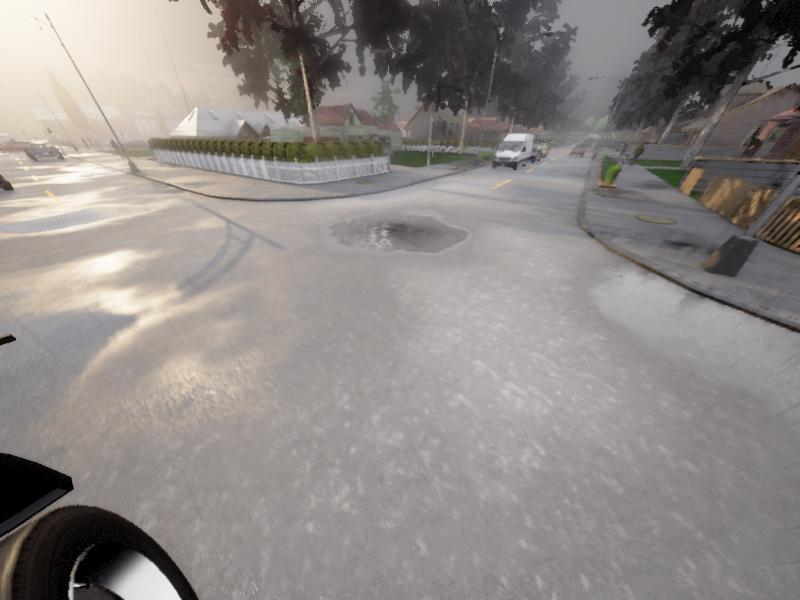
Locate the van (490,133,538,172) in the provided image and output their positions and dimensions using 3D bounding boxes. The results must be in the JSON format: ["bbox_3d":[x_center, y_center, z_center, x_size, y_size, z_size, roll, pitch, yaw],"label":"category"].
[{"bbox_3d":[10.248,-13.281,20.634,1.988,2.561,5.915,22,41,28],"label":"van"}]

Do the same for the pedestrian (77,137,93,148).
[{"bbox_3d":[-61.779,-30.889,45.299,0.751,1.860,0.751,2,35,2],"label":"pedestrian"}]

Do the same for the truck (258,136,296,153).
[{"bbox_3d":[-19.399,-24.743,36.716,2.069,2.038,4.478,22,41,28],"label":"truck"}]

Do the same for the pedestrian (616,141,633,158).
[{"bbox_3d":[29.908,-20.105,30.837,0.751,1.860,0.751,15,38,20],"label":"pedestrian"}]

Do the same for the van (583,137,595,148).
[{"bbox_3d":[57.004,-47.621,69.684,1.988,2.561,5.915,22,41,28],"label":"van"}]

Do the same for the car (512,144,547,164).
[{"bbox_3d":[14.641,-16.509,26.035,2.152,1.651,5.027,22,41,28],"label":"car"}]

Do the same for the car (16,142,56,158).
[{"bbox_3d":[-46.042,-19.072,29.214,4.974,1.542,2.038,22,40,28],"label":"car"}]

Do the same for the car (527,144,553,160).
[{"bbox_3d":[18.752,-19.868,30.869,1.801,1.575,5.366,22,41,28],"label":"car"}]

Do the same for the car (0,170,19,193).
[{"bbox_3d":[-21.006,-6.092,10.912,4.611,1.667,2.242,20,40,25],"label":"car"}]

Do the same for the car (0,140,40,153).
[{"bbox_3d":[-61.518,-24.403,36.646,2.007,1.525,4.514,-6,36,-8],"label":"car"}]

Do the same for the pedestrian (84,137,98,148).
[{"bbox_3d":[-61.508,-31.396,46.021,0.751,1.860,0.751,20,40,25],"label":"pedestrian"}]

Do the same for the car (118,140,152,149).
[{"bbox_3d":[-56.032,-32.955,48.866,1.816,1.474,4.193,22,41,28],"label":"car"}]

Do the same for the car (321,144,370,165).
[{"bbox_3d":[-5.070,-13.621,21.531,4.181,1.381,1.994,22,41,28],"label":"car"}]

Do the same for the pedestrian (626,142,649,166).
[{"bbox_3d":[22.558,-13.876,21.941,0.751,1.860,0.751,22,40,27],"label":"pedestrian"}]

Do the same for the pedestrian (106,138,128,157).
[{"bbox_3d":[-33.322,-17.920,27.189,0.751,1.860,0.751,22,40,27],"label":"pedestrian"}]

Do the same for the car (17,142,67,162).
[{"bbox_3d":[-38.901,-16.195,25.123,5.027,1.651,2.152,22,41,28],"label":"car"}]
